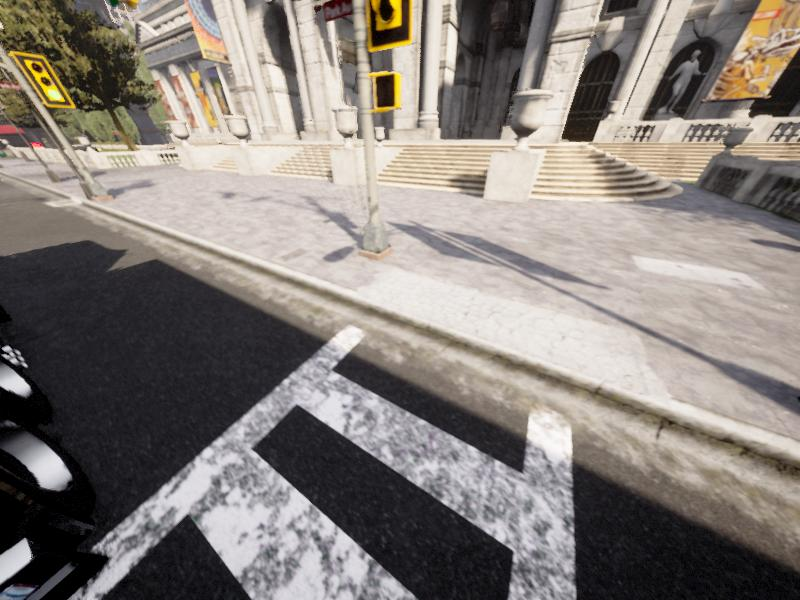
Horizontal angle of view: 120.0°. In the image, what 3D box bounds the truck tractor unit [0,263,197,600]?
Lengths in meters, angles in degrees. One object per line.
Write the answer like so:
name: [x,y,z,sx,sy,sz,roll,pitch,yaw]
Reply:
truck tractor unit: [-5.110,-0.301,0.785,6.516,4.208,3.053,18,39,24]
